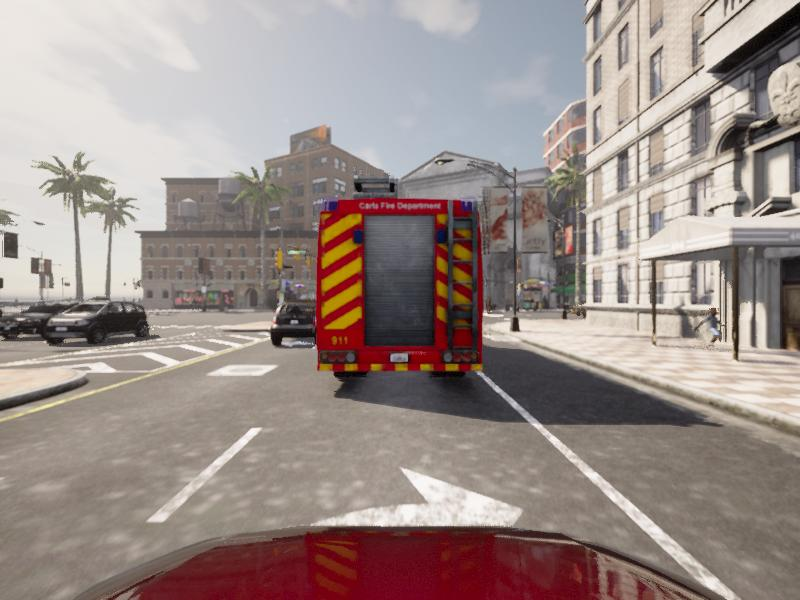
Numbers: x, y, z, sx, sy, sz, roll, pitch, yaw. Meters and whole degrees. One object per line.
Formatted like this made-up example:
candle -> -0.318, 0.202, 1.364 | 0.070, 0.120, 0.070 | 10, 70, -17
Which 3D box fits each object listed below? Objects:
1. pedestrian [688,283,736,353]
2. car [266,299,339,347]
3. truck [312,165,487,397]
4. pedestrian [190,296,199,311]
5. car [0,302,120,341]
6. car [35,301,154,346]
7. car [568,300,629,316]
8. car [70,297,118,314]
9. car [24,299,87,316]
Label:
pedestrian -> 8.662, 0.475, 11.116 | 0.751, 1.860, 0.751 | 0, 0, -14
car -> -3.559, 0.774, 15.342 | 1.851, 1.617, 3.988 | 0, 0, 0
truck -> -0.019, -0.323, 10.854 | 2.891, 3.827, 8.468 | 0, 0, 0
pedestrian -> -25.243, 0.439, 49.139 | 0.751, 1.860, 0.751 | 0, 0, 7
car -> -15.040, 0.828, 17.753 | 1.837, 1.490, 4.892 | 0, 0, 0
car -> -11.535, 0.803, 15.472 | 1.789, 1.549, 3.705 | 0, 0, 0
car -> 20.127, 0.762, 40.737 | 5.366, 1.575, 1.801 | 0, 0, 0
car -> -34.047, 0.607, 44.524 | 3.866, 1.878, 1.905 | 0, 0, 0
car -> -35.236, 0.719, 41.029 | 4.611, 1.667, 2.242 | 0, 0, 0
